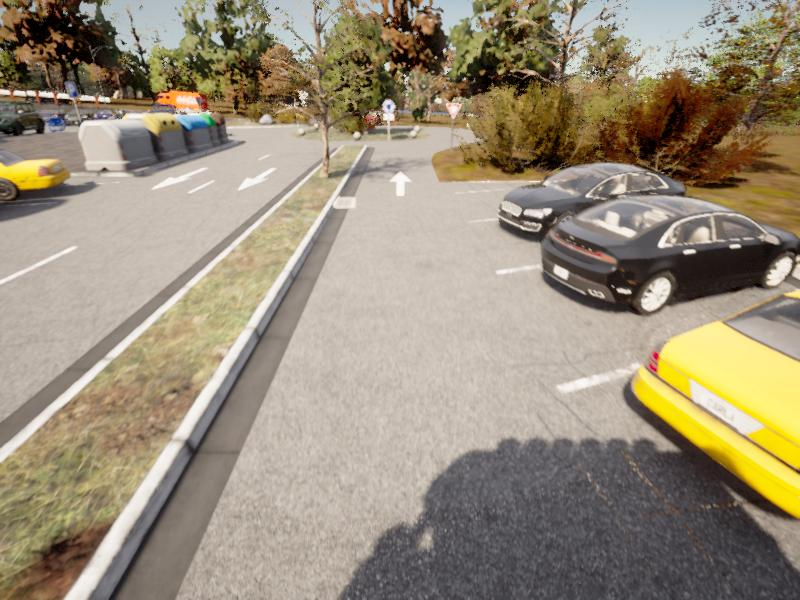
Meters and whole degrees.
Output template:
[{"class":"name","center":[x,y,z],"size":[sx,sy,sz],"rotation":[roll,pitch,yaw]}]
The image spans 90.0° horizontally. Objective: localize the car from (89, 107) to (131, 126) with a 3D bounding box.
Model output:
[{"class":"car","center":[-30.369,-19.272,42.020],"size":[2.185,1.767,4.553],"rotation":[-8,26,-17]}]

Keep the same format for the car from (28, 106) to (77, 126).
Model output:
[{"class":"car","center":[-36.433,-19.357,42.130],"size":[2.185,1.767,4.553],"rotation":[-8,26,-18]}]

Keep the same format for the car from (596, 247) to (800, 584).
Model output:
[{"class":"car","center":[5.001,0.496,4.022],"size":[5.366,1.575,1.946],"rotation":[-9,29,-18]}]

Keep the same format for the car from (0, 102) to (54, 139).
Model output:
[{"class":"car","center":[-25.984,-12.024,26.635],"size":[2.435,2.045,5.566],"rotation":[-8,28,-17]}]

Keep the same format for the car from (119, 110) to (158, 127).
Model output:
[{"class":"car","center":[-27.355,-19.141,42.077],"size":[2.231,1.521,4.892],"rotation":[-8,26,-18]}]

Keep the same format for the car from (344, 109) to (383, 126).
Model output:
[{"class":"car","center":[-4.136,-20.916,45.843],"size":[3.988,1.617,1.851],"rotation":[10,27,18]}]

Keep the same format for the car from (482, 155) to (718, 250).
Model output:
[{"class":"car","center":[4.839,-2.586,9.993],"size":[4.892,1.521,2.231],"rotation":[-8,29,-18]}]

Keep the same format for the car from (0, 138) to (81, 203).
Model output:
[{"class":"car","center":[-13.466,-3.844,12.140],"size":[5.366,1.575,1.946],"rotation":[-10,29,-17]}]

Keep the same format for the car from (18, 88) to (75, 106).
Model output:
[{"class":"car","center":[-41.854,-24.115,47.461],"size":[4.514,1.525,2.007],"rotation":[4,26,-1]}]

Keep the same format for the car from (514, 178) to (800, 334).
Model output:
[{"class":"car","center":[4.825,-1.028,6.977],"size":[4.892,1.521,2.231],"rotation":[-9,29,-18]}]

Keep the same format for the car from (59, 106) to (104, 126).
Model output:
[{"class":"car","center":[-33.406,-19.328,42.105],"size":[2.185,1.767,4.553],"rotation":[-8,26,-18]}]

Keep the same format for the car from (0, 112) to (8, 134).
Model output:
[{"class":"car","center":[-28.961,-11.804,26.814],"size":[2.002,1.452,4.674],"rotation":[-8,28,-17]}]

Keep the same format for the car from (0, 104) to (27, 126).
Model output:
[{"class":"car","center":[-42.451,-19.512,42.090],"size":[2.435,2.045,5.566],"rotation":[-8,26,-18]}]

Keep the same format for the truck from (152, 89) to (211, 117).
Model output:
[{"class":"truck","center":[-25.852,-23.366,47.512],"size":[5.204,2.467,2.627],"rotation":[4,26,-1]}]

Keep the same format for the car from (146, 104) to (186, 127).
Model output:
[{"class":"car","center":[-24.350,-19.345,41.955],"size":[2.435,2.045,5.566],"rotation":[-8,26,-17]}]

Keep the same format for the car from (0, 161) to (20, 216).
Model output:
[{"class":"car","center":[-13.329,-2.689,9.389],"size":[5.566,2.045,2.435],"rotation":[-10,29,-17]}]
